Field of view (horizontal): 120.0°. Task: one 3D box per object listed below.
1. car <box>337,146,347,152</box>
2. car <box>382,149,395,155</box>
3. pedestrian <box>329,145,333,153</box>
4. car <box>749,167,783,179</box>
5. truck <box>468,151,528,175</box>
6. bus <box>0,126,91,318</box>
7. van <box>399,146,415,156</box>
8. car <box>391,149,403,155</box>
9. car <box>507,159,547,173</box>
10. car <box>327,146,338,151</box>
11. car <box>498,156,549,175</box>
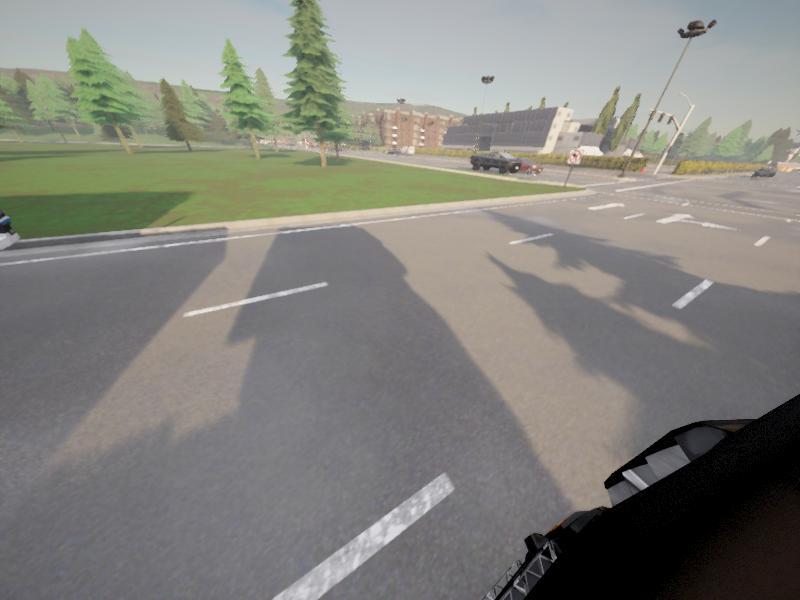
[{"bbox_3d":[-21.163,-55.273,84.478,2.033,1.649,4.856,-17,38,-27],"label":"car"},{"bbox_3d":[-3.585,-47.114,73.407,2.038,1.542,4.974,-16,38,-26],"label":"car"},{"bbox_3d":[-17.693,-38.822,59.368,0.751,1.860,0.751,-16,38,-25],"label":"pedestrian"},{"bbox_3d":[62.098,-21.635,39.217,4.902,1.511,2.128,-16,38,-26],"label":"car"},{"bbox_3d":[11.457,-16.510,27.687,2.390,2.098,6.274,-17,38,-26],"label":"truck"},{"bbox_3d":[-10.331,-0.640,0.390,10.273,4.253,3.944,-16,38,-26],"label":"bus"},{"bbox_3d":[2.288,-49.441,76.484,2.351,2.431,6.366,-16,38,-26],"label":"van"},{"bbox_3d":[-0.950,-48.336,75.499,1.812,1.442,4.674,-16,38,-26],"label":"car"},{"bbox_3d":[17.137,-18.311,31.432,1.994,1.385,4.181,-17,38,-26],"label":"car"},{"bbox_3d":[-24.464,-54.615,83.322,2.038,1.542,4.974,-17,38,-27],"label":"car"},{"bbox_3d":[15.062,-16.630,28.533,2.152,1.651,5.027,-17,38,-26],"label":"car"}]
